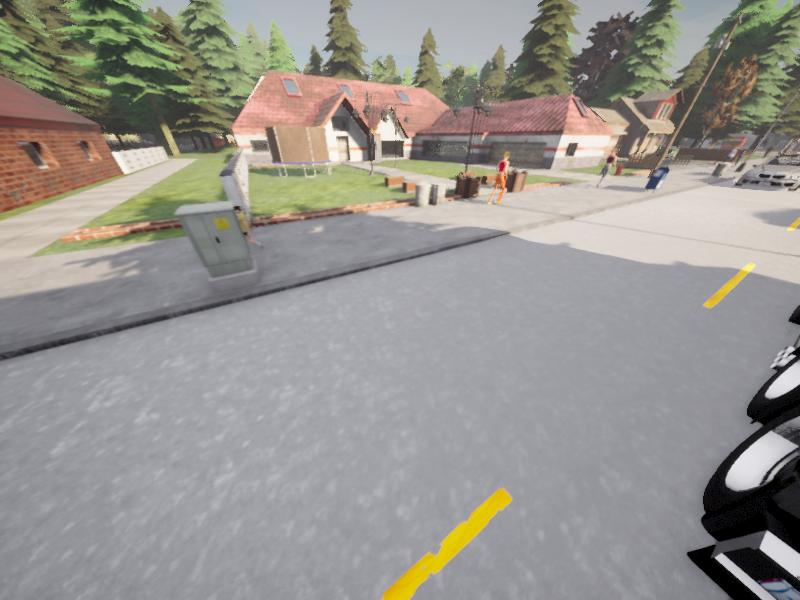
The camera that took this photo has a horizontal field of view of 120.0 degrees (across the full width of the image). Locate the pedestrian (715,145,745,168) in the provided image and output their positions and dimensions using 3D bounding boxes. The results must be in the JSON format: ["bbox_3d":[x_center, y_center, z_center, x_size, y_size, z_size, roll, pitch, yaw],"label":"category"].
[{"bbox_3d":[32.356,-14.091,22.660,0.751,1.860,0.751,-14,37,-20],"label":"pedestrian"}]

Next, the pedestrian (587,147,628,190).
[{"bbox_3d":[10.959,-6.966,12.248,0.751,1.860,0.751,-19,39,-25],"label":"pedestrian"}]

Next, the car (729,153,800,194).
[{"bbox_3d":[22.096,-7.433,13.402,4.611,1.667,2.242,-18,39,-24],"label":"car"}]

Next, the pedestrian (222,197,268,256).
[{"bbox_3d":[-3.375,-1.620,5.117,0.500,1.100,0.500,-14,37,-19],"label":"pedestrian"}]

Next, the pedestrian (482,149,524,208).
[{"bbox_3d":[3.887,-4.651,8.865,0.751,1.860,0.751,-20,40,-26],"label":"pedestrian"}]

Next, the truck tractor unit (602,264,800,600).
[{"bbox_3d":[5.117,-0.291,0.798,6.516,4.208,3.053,-18,39,-24],"label":"truck tractor unit"}]
